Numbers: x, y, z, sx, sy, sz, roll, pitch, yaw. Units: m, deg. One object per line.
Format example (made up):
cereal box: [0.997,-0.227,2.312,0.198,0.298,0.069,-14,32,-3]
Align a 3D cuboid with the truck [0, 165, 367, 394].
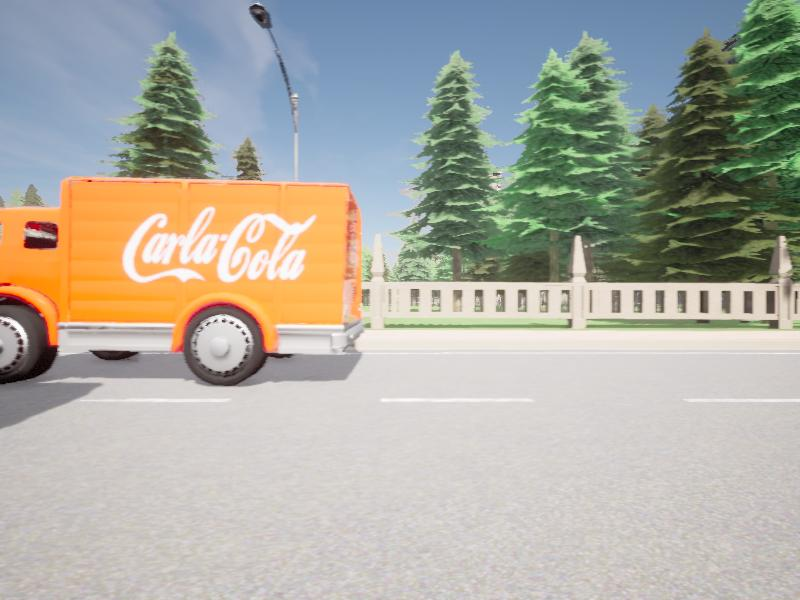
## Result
truck: [-3.188,-0.231,5.705,5.204,2.467,2.627,1,0,0]

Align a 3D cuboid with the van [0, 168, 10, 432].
van: [-5.235,0.000,2.200,4.442,1.987,1.775,0,0,0]
